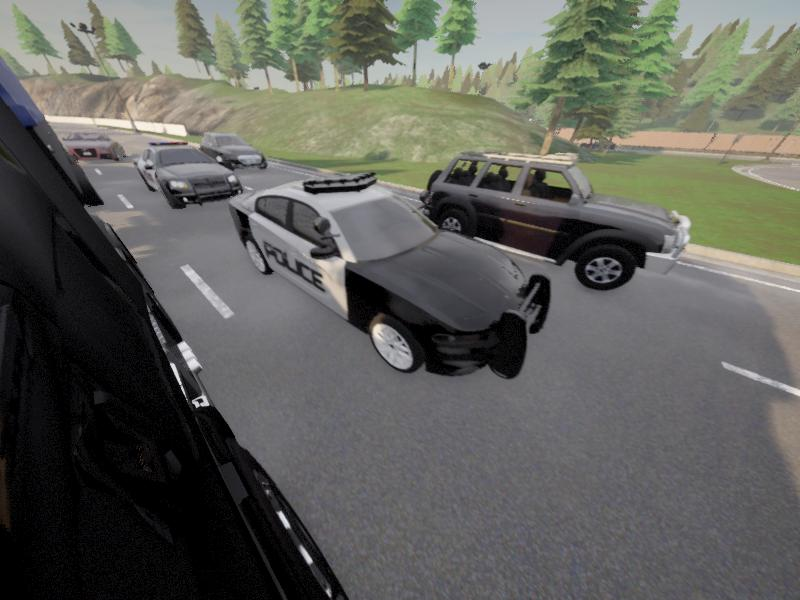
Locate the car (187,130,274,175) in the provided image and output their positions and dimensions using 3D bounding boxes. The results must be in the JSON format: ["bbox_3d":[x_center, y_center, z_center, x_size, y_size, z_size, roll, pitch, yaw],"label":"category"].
[{"bbox_3d":[-9.393,-8.254,12.775,4.856,1.649,2.033,28,44,30],"label":"car"}]

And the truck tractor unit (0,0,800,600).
[{"bbox_3d":[-2.645,-0.295,0.351,6.516,4.208,3.053,28,44,30],"label":"truck tractor unit"}]

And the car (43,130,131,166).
[{"bbox_3d":[-17.724,-8.877,13.379,1.994,1.385,4.181,-23,43,-29],"label":"car"}]

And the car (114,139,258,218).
[{"bbox_3d":[-7.202,-4.322,7.729,4.974,1.542,2.038,28,44,30],"label":"car"}]

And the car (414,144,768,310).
[{"bbox_3d":[2.781,-1.942,4.789,4.605,1.855,1.932,28,44,30],"label":"car"}]

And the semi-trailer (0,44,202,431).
[{"bbox_3d":[-8.709,-3.581,4.242,14.254,4.402,2.717,28,44,30],"label":"semi-trailer"}]

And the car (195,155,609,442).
[{"bbox_3d":[-0.631,-0.908,3.426,5.238,1.638,1.930,28,44,30],"label":"car"}]

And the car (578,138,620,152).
[{"bbox_3d":[34.555,-27.131,40.301,5.238,1.638,1.930,28,44,30],"label":"car"}]
